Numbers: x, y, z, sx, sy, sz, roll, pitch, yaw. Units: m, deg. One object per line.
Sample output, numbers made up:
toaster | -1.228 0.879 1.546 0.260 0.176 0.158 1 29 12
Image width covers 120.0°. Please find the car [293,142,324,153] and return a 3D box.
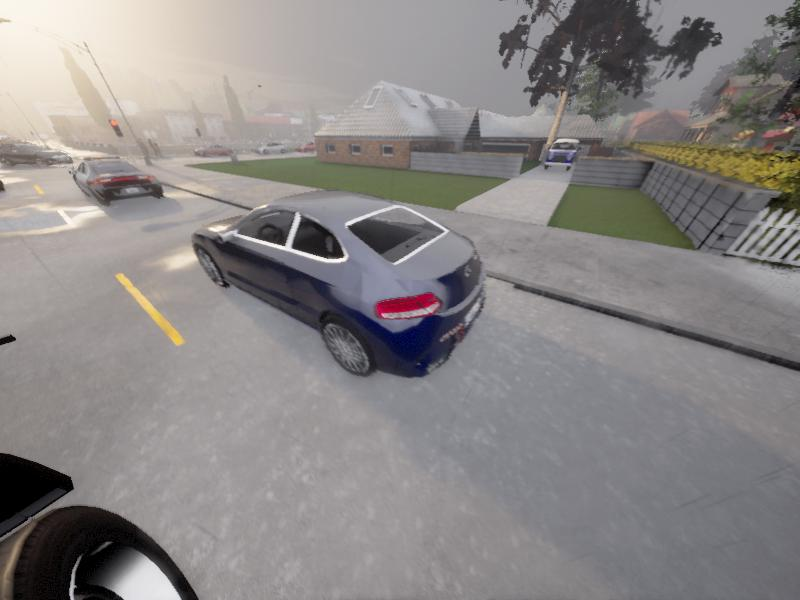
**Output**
car | -15.662 -26.369 39.849 2.007 1.525 4.514 22 41 28

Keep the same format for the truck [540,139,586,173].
truck | 12.928 -11.516 18.275 2.069 2.038 4.478 22 41 28

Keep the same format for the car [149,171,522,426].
car | -1.244 -0.802 3.631 5.027 1.651 2.152 22 41 28

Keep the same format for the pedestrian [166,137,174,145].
pedestrian | -61.302 -42.380 61.613 0.751 1.860 0.751 22 41 28

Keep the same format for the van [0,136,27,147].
van | -85.747 -34.364 50.053 4.480 2.038 2.069 -4 36 -7

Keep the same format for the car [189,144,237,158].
car | -24.121 -19.326 29.911 1.994 1.385 4.181 22 40 27

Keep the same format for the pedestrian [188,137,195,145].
pedestrian | -59.825 -45.575 66.160 0.751 1.860 0.751 27 43 33

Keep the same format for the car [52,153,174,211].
car | -12.343 -5.249 9.925 4.974 1.542 2.038 23 41 27

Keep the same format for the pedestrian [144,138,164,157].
pedestrian | -29.230 -18.085 27.421 0.751 1.860 0.751 20 39 25

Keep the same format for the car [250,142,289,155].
car | -19.672 -23.057 35.111 2.007 1.525 4.514 22 41 28

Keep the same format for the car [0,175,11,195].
car | -20.720 -5.894 10.624 4.611 1.667 2.242 22 41 28

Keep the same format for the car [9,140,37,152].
car | -61.078 -24.939 37.421 4.193 1.474 1.816 22 41 28

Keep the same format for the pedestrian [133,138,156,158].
pedestrian | -29.496 -17.577 26.698 0.751 1.860 0.751 2 35 2

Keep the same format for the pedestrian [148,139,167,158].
pedestrian | -28.491 -17.781 27.174 0.751 1.860 0.751 28 43 33

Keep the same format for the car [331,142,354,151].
car | -11.140 -30.080 45.204 1.816 1.474 4.193 22 41 28

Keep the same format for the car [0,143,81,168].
car | -31.994 -12.602 20.068 4.856 1.649 2.033 0 36 -1
